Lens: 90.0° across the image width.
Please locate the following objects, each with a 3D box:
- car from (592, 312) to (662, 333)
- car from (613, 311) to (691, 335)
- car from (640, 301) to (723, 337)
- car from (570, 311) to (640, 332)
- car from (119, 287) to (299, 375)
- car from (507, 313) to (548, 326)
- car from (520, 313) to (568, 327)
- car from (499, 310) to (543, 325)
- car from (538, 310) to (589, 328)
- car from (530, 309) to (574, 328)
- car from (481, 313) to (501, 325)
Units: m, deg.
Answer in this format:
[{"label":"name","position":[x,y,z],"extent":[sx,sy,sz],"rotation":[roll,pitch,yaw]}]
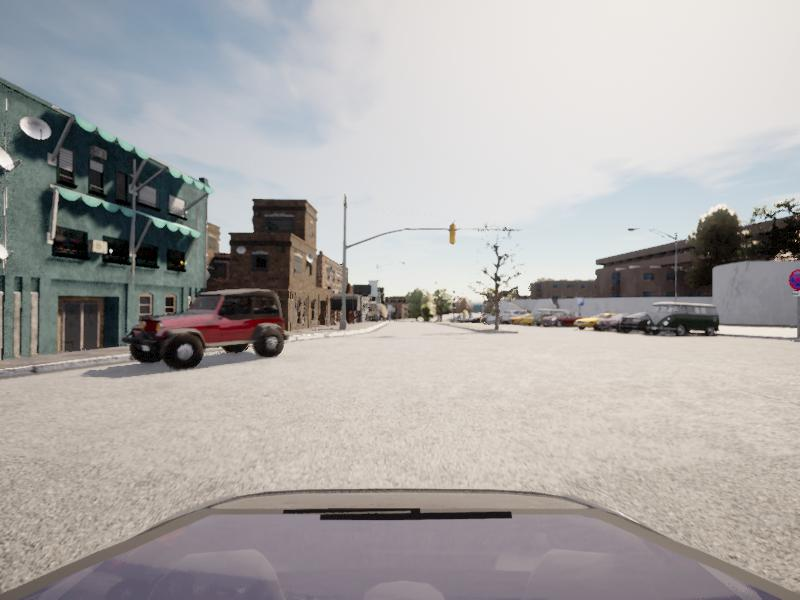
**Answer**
[{"label":"car","position":[17.079,1.681,30.099],"extent":[4.674,1.452,2.002],"rotation":[2,-2,-20]},{"label":"car","position":[17.060,1.557,27.128],"extent":[4.674,1.452,2.002],"rotation":[2,-3,-20]},{"label":"car","position":[16.950,1.162,24.118],"extent":[4.442,1.987,1.878],"rotation":[2,-2,-20]},{"label":"car","position":[16.915,1.756,33.013],"extent":[5.366,1.575,1.946],"rotation":[2,-2,-20]},{"label":"car","position":[-4.818,0.646,10.570],"extent":[1.905,1.878,3.866],"rotation":[0,0,35]},{"label":"car","position":[17.176,2.642,53.906],"extent":[5.008,1.535,2.097],"rotation":[2,-2,-20]},{"label":"car","position":[17.321,2.394,48.024],"extent":[5.366,1.575,1.946],"rotation":[2,-3,-20]},{"label":"car","position":[17.214,2.523,56.906],"extent":[5.566,2.045,2.435],"rotation":[2,-3,-20]},{"label":"car","position":[17.158,2.016,42.019],"extent":[4.553,1.767,2.185],"rotation":[2,-2,-20]},{"label":"car","position":[17.034,2.034,44.947],"extent":[4.442,1.987,1.878],"rotation":[2,-2,-20]},{"label":"car","position":[12.101,2.559,53.566],"extent":[1.845,1.501,3.633],"rotation":[1,-2,0]}]
